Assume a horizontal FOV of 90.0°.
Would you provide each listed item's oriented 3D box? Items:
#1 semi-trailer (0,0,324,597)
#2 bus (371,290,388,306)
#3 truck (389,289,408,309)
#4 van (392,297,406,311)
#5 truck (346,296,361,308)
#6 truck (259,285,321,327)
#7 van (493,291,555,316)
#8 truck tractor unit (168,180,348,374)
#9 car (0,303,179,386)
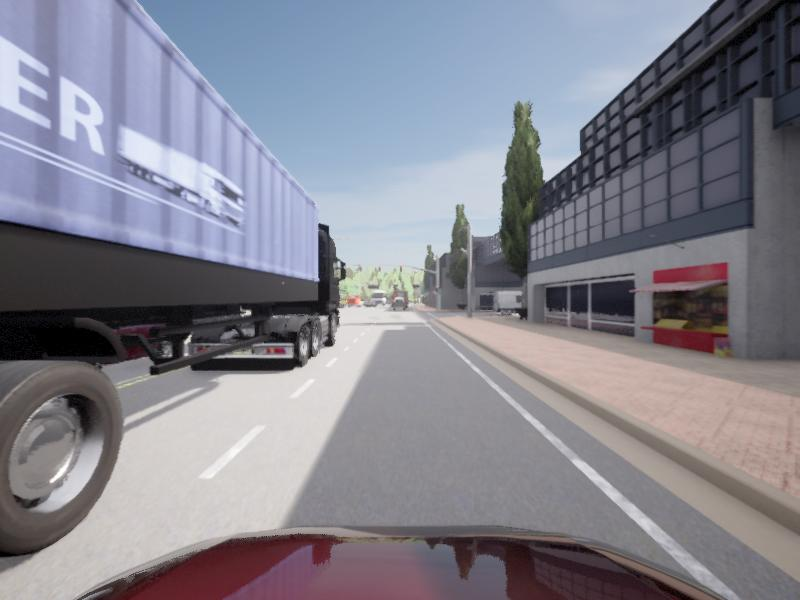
[{"bbox_3d":[-3.491,-0.614,4.032,2.717,4.402,14.254,0,0,0],"label":"semi-trailer"},{"bbox_3d":[-5.704,-0.479,112.483,3.944,4.253,10.273,0,0,2],"label":"bus"},{"bbox_3d":[-0.390,-0.276,81.200,2.891,3.827,8.468,0,0,-7],"label":"truck"},{"bbox_3d":[-0.099,0.609,63.478,2.069,2.038,4.480,0,0,1],"label":"van"},{"bbox_3d":[-10.013,0.402,86.913,2.627,2.467,5.204,0,0,2],"label":"truck"},{"bbox_3d":[-6.999,0.378,26.142,2.627,2.467,5.204,0,-1,0],"label":"truck"},{"bbox_3d":[12.956,0.346,42.149,5.915,2.561,1.988,0,0,0],"label":"van"},{"bbox_3d":[-3.493,-0.516,11.941,3.053,4.208,6.516,0,0,0],"label":"truck tractor unit"},{"bbox_3d":[-6.999,0.833,9.202,1.845,1.501,3.633,0,0,0],"label":"car"}]
